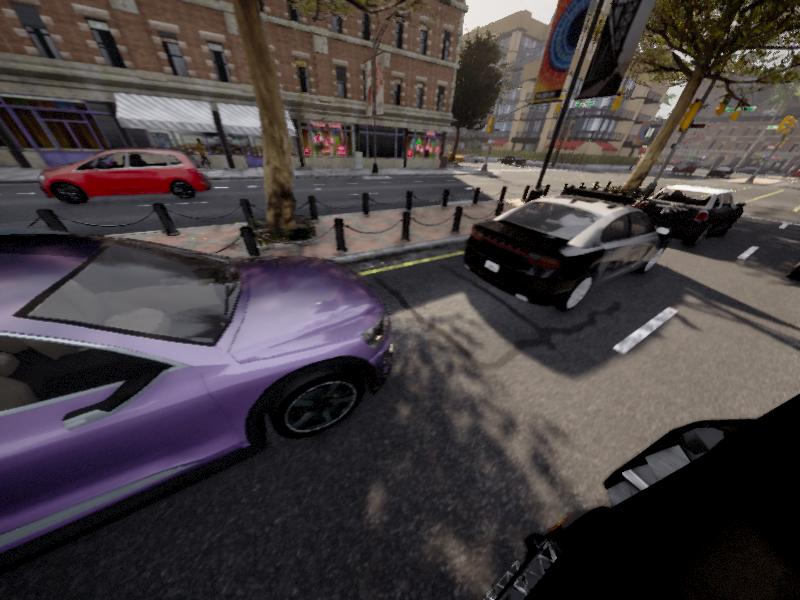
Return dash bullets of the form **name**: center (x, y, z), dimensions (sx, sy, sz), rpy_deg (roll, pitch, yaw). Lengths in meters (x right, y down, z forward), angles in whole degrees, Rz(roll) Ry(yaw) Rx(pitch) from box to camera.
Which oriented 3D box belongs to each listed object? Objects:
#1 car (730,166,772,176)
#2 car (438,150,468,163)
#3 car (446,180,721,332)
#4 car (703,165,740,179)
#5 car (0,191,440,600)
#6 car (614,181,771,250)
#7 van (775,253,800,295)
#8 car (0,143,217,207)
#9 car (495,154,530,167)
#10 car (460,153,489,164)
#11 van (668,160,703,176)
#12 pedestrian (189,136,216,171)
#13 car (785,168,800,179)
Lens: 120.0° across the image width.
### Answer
- **car**: center (74.688, -27.558, 49.204), dimensions (5.357, 1.411, 2.033), rpy_deg (1, 34, -2)
- **car**: center (8.932, -24.650, 39.716), dimensions (1.801, 1.575, 5.366), rpy_deg (-16, 38, -26)
- **car**: center (3.720, -1.345, 4.692), dimensions (5.238, 1.638, 1.930), rpy_deg (-16, 38, -26)
- **car**: center (48.424, -19.316, 34.765), dimensions (5.238, 1.638, 1.930), rpy_deg (-16, 38, -26)
- **car**: center (-2.384, 0.410, 1.636), dimensions (4.856, 1.649, 2.033), rpy_deg (-16, 38, -26)
- **car**: center (9.626, -2.967, 7.697), dimensions (3.806, 1.475, 1.970), rpy_deg (-14, 38, -24)
- **van**: center (11.025, -1.545, 4.743), dimensions (5.915, 2.561, 1.988), rpy_deg (-16, 38, -26)
- **car**: center (-10.118, -4.809, 8.747), dimensions (4.611, 1.667, 2.242), rpy_deg (-16, 38, -26)
- **car**: center (18.346, -22.946, 37.987), dimensions (1.837, 1.490, 4.892), rpy_deg (-15, 39, -25)
- **car**: center (12.802, -24.558, 40.130), dimensions (1.895, 1.301, 4.718), rpy_deg (-16, 38, -26)
- **van**: center (44.627, -20.627, 36.110), dimensions (4.442, 1.987, 1.775), rpy_deg (-16, 38, -26)
- **pedestrian**: center (-12.954, -9.616, 15.177), dimensions (0.751, 1.860, 0.751), rpy_deg (-20, 40, -30)
- **car**: center (77.324, -24.067, 44.118), dimensions (1.851, 1.617, 3.988), rpy_deg (18, 37, 21)
